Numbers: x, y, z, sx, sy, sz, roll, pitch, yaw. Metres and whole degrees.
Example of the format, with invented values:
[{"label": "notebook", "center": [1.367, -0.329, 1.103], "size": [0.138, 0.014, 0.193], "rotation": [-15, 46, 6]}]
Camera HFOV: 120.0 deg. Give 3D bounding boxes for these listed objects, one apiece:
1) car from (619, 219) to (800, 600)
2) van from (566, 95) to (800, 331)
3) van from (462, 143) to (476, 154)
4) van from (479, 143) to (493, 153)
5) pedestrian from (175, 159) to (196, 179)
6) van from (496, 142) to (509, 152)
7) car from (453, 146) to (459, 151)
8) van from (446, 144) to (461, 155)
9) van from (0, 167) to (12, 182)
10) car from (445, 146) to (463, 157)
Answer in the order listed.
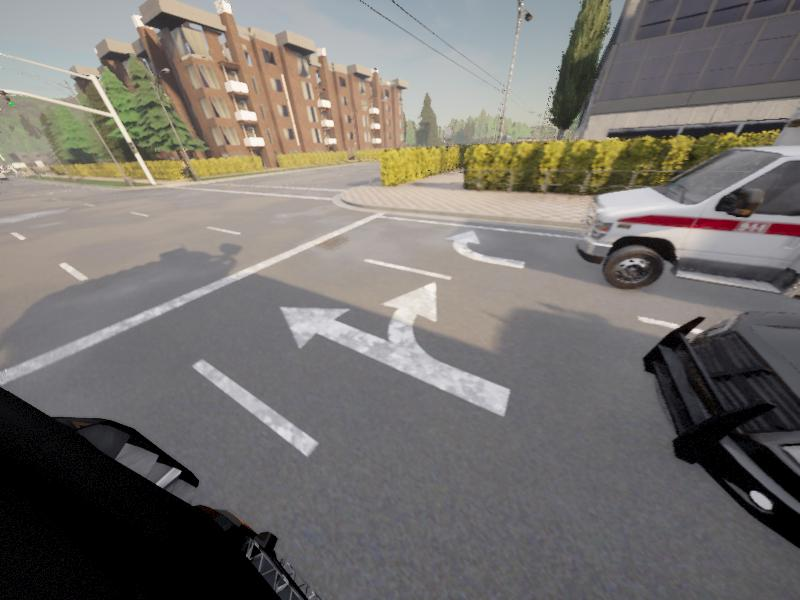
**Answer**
[{"label": "car", "center": [4.365, 1.029, 0.674], "size": [4.974, 1.542, 2.038], "rotation": [16, 38, 26]}, {"label": "van", "center": [6.238, -1.041, 2.841], "size": [6.366, 2.431, 2.351], "rotation": [16, 38, 26]}, {"label": "van", "center": [17.270, -37.884, 57.846], "size": [2.069, 2.038, 4.480], "rotation": [16, 38, 27]}, {"label": "van", "center": [21.625, -38.301, 58.139], "size": [2.069, 2.038, 4.480], "rotation": [16, 38, 27]}, {"label": "pedestrian", "center": [-23.893, -14.574, 25.747], "size": [0.751, 1.860, 0.751], "rotation": [16, 38, 26]}, {"label": "van", "center": [26.014, -38.730, 58.488], "size": [1.775, 1.987, 4.442], "rotation": [16, 38, 27]}, {"label": "car", "center": [20.151, -54.068, 82.538], "size": [1.812, 1.442, 4.674], "rotation": [5, 34, 12]}, {"label": "van", "center": [13.579, -38.106, 58.466], "size": [2.069, 2.038, 4.480], "rotation": [16, 38, 27]}, {"label": "van", "center": [-76.001, -23.712, 43.244], "size": [5.915, 2.561, 1.988], "rotation": [16, 38, 26]}, {"label": "car", "center": [11.693, -32.353, 50.277], "size": [2.242, 1.667, 4.611], "rotation": [16, 38, 26]}]
